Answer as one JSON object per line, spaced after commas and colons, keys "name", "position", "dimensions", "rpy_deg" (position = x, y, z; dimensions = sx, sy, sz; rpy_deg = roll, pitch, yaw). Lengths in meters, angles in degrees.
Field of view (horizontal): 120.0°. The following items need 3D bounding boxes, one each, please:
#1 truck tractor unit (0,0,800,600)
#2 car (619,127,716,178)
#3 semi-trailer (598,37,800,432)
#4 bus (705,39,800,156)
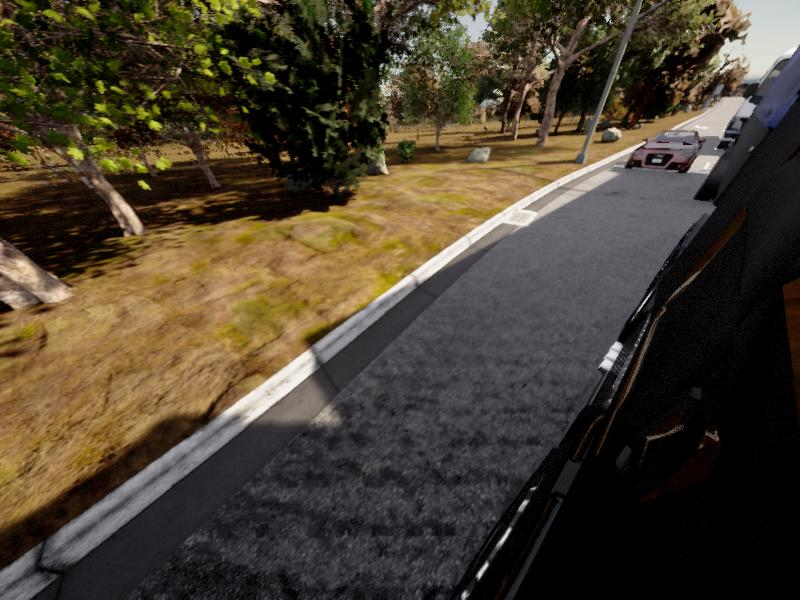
{"name": "truck tractor unit", "position": [2.645, -0.295, 0.352], "dimensions": [6.516, 4.208, 3.053], "rpy_deg": [-28, 44, -30]}
{"name": "car", "position": [11.877, -6.666, 10.241], "dimensions": [4.181, 1.385, 1.994], "rpy_deg": [-31, 46, -30]}
{"name": "semi-trailer", "position": [8.647, -3.680, 4.215], "dimensions": [14.254, 4.402, 2.717], "rpy_deg": [-29, 45, -30]}
{"name": "bus", "position": [22.366, -11.466, 13.208], "dimensions": [10.273, 4.253, 3.944], "rpy_deg": [-31, 46, -30]}
